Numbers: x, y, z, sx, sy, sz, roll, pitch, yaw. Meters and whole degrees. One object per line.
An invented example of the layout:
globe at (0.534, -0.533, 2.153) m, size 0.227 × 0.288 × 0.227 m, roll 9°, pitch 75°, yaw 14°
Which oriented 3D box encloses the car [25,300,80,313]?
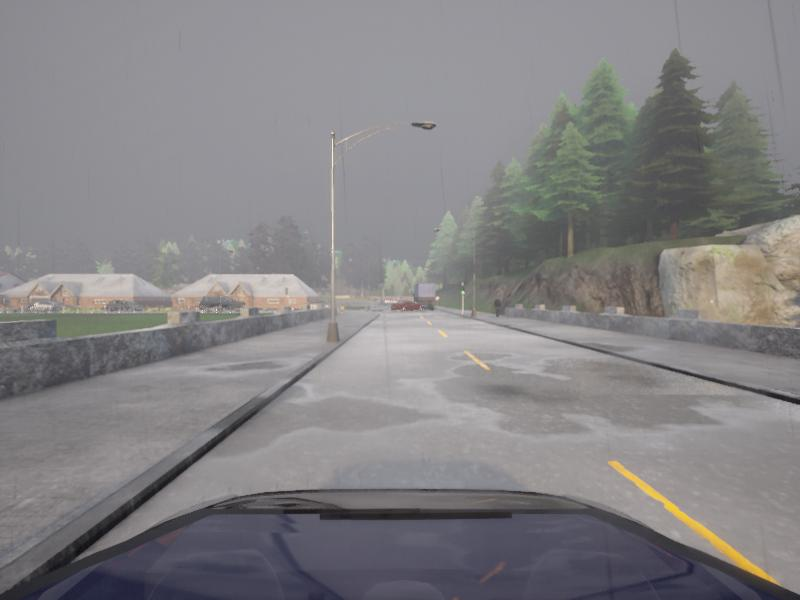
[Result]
car at (-43.123, 0.802, 49.701) m, size 4.974 × 1.542 × 2.038 m, roll 0°, pitch 0°, yaw 0°

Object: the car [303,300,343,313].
car at (-9.515, 0.805, 49.765) m, size 4.514 × 1.525 × 2.007 m, roll 0°, pitch 0°, yaw -1°

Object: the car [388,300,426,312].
car at (0.983, 0.798, 53.531) m, size 5.008 × 1.535 × 1.882 m, roll 0°, pitch 1°, yaw -41°

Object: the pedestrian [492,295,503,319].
pedestrian at (7.615, 0.518, 31.286) m, size 0.751 × 1.860 × 0.751 m, roll 0°, pitch 0°, yaw 3°

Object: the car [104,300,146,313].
car at (-34.098, 0.765, 49.708) m, size 3.988 × 1.617 × 1.851 m, roll 0°, pitch 0°, yaw 0°

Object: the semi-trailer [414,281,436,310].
semi-trailer at (3.957, -0.648, 66.190) m, size 2.717 × 4.402 × 14.254 m, roll 0°, pitch 0°, yaw 0°

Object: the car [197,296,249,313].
car at (-21.929, 0.541, 49.731) m, size 5.566 × 2.045 × 2.150 m, roll 1°, pitch 0°, yaw 2°
